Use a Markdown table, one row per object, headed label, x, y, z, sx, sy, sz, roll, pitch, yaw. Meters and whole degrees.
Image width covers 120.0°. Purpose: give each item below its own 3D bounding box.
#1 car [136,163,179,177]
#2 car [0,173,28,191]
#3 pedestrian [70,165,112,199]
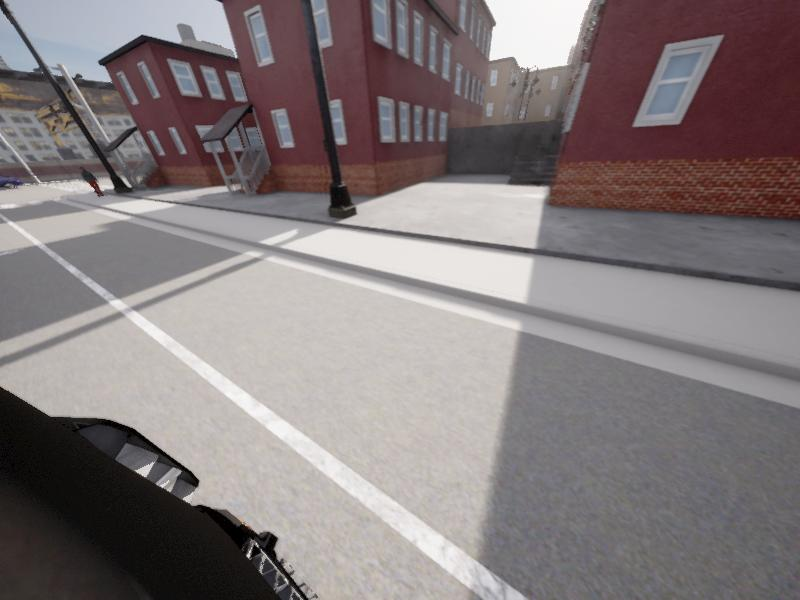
| label | x | y | z | sx | sy | sz | roll | pitch | yaw |
| --- | --- | --- | --- | --- | --- | --- | --- | --- | --- |
| car | -36.694 | -19.745 | 35.052 | 1.970 | 1.475 | 3.806 | 16 | 38 | 26 |
| car | -44.104 | -12.368 | 24.518 | 1.812 | 1.442 | 4.674 | 16 | 38 | 26 |
| pedestrian | -19.877 | -7.629 | 14.906 | 0.751 | 1.860 | 0.751 | 17 | 38 | 27 |
